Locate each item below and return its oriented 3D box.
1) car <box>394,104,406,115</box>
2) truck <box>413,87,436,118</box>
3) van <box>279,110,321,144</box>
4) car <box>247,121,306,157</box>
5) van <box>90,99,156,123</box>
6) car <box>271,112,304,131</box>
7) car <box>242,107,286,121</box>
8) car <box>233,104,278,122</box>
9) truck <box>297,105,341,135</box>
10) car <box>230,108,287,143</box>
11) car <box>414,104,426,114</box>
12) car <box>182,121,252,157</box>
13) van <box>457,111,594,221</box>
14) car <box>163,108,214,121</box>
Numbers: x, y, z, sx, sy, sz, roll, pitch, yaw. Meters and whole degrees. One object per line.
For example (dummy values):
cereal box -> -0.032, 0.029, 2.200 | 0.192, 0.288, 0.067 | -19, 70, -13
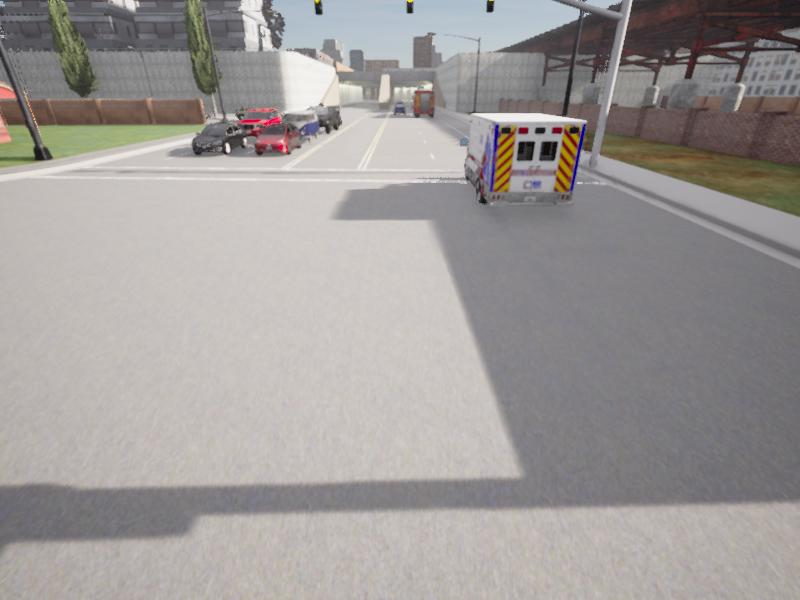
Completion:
car -> -0.028, -31.003, 64.985 | 1.882, 1.535, 5.008 | 0, 27, 0
truck -> 3.476, -29.352, 59.273 | 2.891, 3.827, 8.468 | 0, 27, 0
van -> -7.010, -12.433, 28.583 | 1.775, 1.987, 4.442 | 0, 27, 0
car -> -7.005, -9.430, 23.268 | 2.007, 1.525, 4.514 | 0, 27, 0
van -> -33.396, -22.923, 48.453 | 5.915, 2.561, 1.988 | 0, 27, 0
car -> -10.578, -16.964, 37.930 | 1.970, 1.475, 3.806 | -1, 27, -1
car -> -17.545, -24.175, 51.900 | 4.902, 1.511, 2.128 | 0, 27, 0
car -> -17.501, -22.730, 48.706 | 4.605, 1.855, 1.932 | -1, 27, -1
truck -> -6.922, -15.868, 35.110 | 2.390, 2.098, 6.274 | 0, 27, 1
car -> -10.468, -13.261, 30.140 | 2.150, 2.045, 5.566 | 0, 27, 0
car -> 3.471, -32.976, 68.884 | 1.812, 1.442, 4.674 | 0, 27, 0
car -> -10.507, -9.511, 23.482 | 1.837, 1.490, 4.892 | 0, 27, 0
van -> 3.499, -4.670, 13.005 | 2.351, 2.431, 6.366 | 0, 27, 0
car -> -27.367, -24.064, 51.873 | 5.357, 1.411, 2.033 | 0, 27, 0
